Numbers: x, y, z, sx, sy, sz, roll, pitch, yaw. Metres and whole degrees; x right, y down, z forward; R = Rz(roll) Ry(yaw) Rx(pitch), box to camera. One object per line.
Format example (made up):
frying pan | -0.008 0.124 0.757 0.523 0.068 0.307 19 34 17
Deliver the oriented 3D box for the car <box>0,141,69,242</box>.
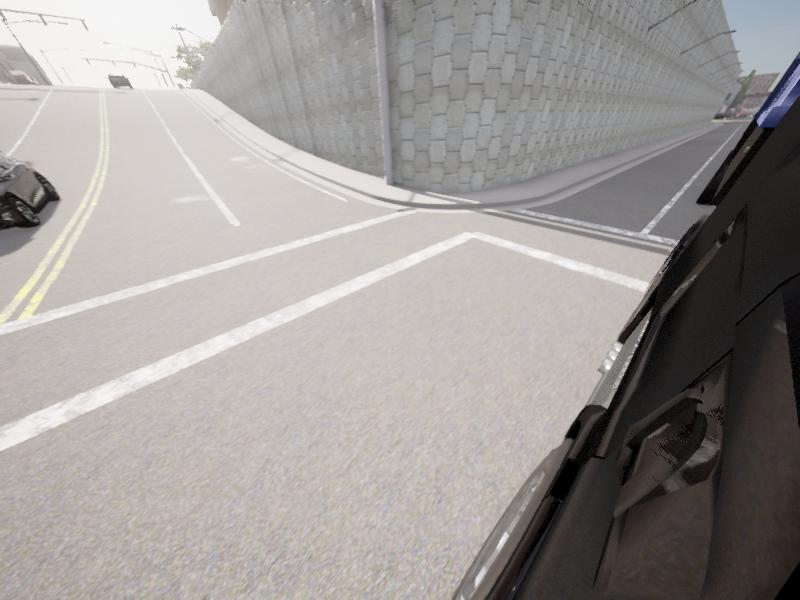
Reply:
car | -12.050 -3.153 6.529 2.033 1.649 4.856 -28 49 -30

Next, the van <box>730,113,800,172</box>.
van | 18.134 -7.654 11.076 4.442 1.987 1.775 -28 44 -30

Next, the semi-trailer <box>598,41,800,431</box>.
semi-trailer | 8.693 -3.606 4.236 14.254 4.402 2.717 -28 44 -30

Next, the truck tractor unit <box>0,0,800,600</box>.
truck tractor unit | 2.645 -0.295 0.352 6.516 4.208 3.053 -28 44 -30

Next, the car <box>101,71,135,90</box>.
car | -36.407 -28.413 29.947 2.128 1.511 4.902 -29 48 -30
